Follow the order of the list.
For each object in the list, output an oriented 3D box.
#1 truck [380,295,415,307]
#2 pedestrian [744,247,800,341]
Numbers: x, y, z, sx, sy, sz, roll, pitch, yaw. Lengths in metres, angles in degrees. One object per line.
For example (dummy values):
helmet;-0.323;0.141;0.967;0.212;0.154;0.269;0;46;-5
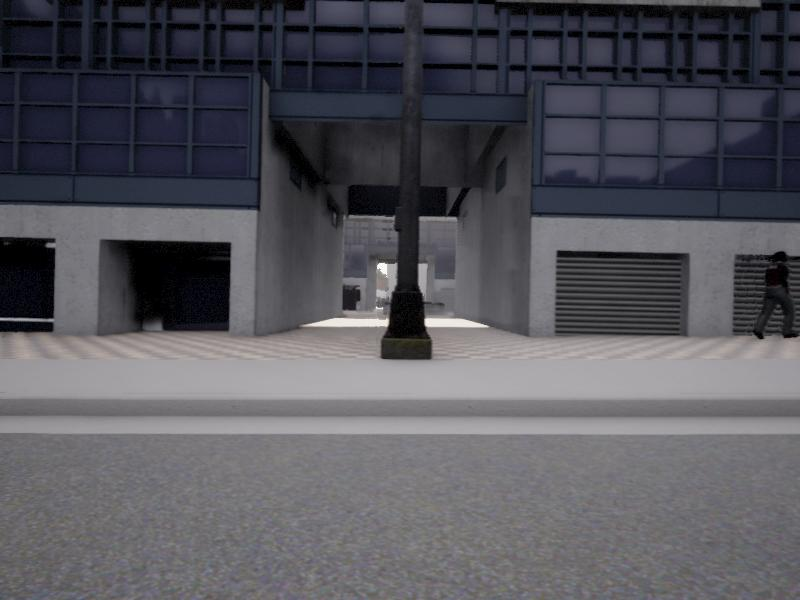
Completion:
truck;-0.487;0.207;74.529;6.274;2.098;2.390;1;0;6
pedestrian;7.853;-0.120;8.300;0.751;1.860;0.751;1;0;1
